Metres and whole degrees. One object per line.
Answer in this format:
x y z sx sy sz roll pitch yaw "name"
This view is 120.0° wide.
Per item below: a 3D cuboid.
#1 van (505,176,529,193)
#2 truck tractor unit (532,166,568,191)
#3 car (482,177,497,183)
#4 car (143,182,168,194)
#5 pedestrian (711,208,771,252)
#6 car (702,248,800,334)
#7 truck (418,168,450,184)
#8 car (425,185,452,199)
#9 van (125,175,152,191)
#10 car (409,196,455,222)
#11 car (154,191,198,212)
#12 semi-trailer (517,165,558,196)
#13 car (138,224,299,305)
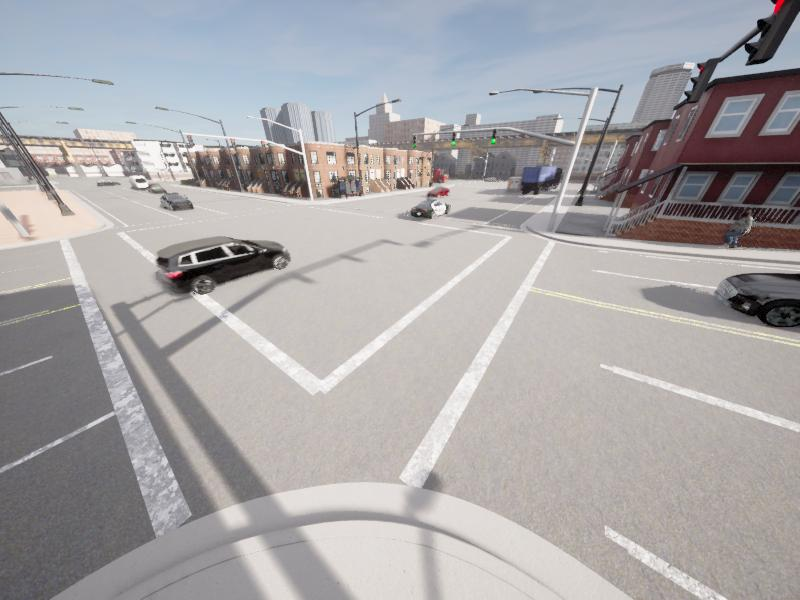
22.860 -22.543 44.918 2.351 2.431 6.366 20 36 30 "van"
30.395 -24.743 46.926 6.516 4.208 3.053 -23 38 -34 "truck tractor unit"
27.574 -37.096 71.075 3.806 1.475 1.970 20 36 31 "car"
-44.131 -20.186 41.678 3.988 1.617 1.851 20 36 31 "car"
16.388 -3.398 11.175 0.751 1.860 0.751 19 35 29 "pedestrian"
12.056 0.004 5.797 4.856 1.649 2.033 15 33 33 "car"
9.725 -36.000 66.829 8.468 3.827 2.891 20 36 31 "truck"
6.033 -16.621 35.547 1.882 1.535 5.008 20 36 31 "car"
-53.877 -24.187 47.613 5.915 2.561 1.988 20 36 31 "van"
3.110 -8.744 21.920 2.038 1.542 4.974 20 36 31 "car"
-25.064 -11.054 25.804 5.238 1.638 1.930 20 36 31 "car"
25.175 -21.870 41.758 2.717 4.402 14.254 22 36 33 "semi-trailer"
-7.197 -1.821 9.785 2.242 1.667 4.611 20 36 31 "car"
